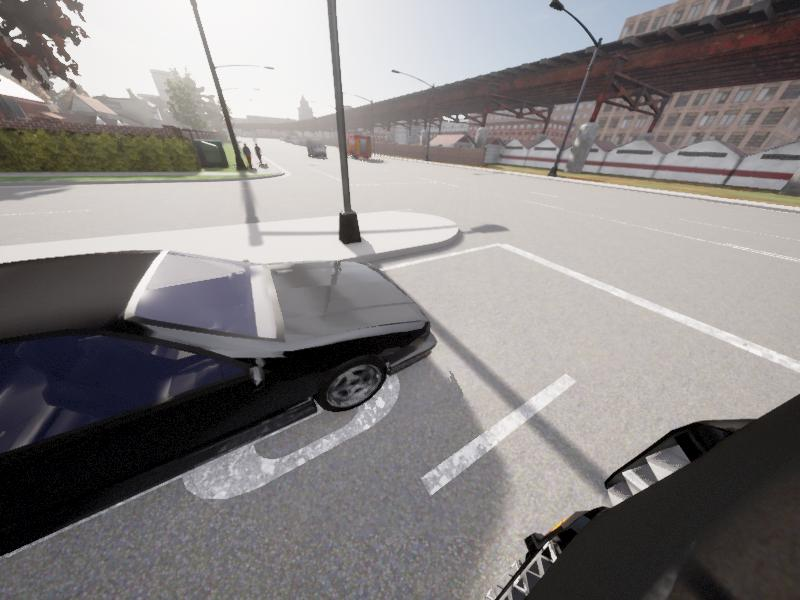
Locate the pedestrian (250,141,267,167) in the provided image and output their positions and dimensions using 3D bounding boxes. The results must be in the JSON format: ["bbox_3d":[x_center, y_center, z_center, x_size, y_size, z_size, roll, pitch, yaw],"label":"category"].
[{"bbox_3d":[-12.486,-12.943,20.473,0.751,1.860,0.751,-9,35,-17],"label":"pedestrian"}]

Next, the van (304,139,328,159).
[{"bbox_3d":[-13.642,-24.617,37.580,1.988,2.561,5.915,-16,38,-26],"label":"van"}]

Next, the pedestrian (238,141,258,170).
[{"bbox_3d":[-11.570,-10.987,17.597,0.751,1.860,0.751,-16,38,-26],"label":"pedestrian"}]

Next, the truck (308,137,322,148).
[{"bbox_3d":[-26.732,-49.690,72.853,2.627,2.467,5.204,-16,39,-26],"label":"truck"}]

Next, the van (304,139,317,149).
[{"bbox_3d":[-25.216,-44.001,65.162,2.069,2.038,4.480,-16,39,-26],"label":"van"}]

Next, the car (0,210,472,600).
[{"bbox_3d":[-2.267,0.470,1.802,5.357,1.411,2.033,-16,38,-26],"label":"car"}]

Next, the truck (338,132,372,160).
[{"bbox_3d":[-8.163,-27.581,41.279,2.891,3.827,8.468,-16,39,-26],"label":"truck"}]

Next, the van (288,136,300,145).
[{"bbox_3d":[-37.757,-56.976,82.369,2.351,2.431,6.366,-16,39,-26],"label":"van"}]
